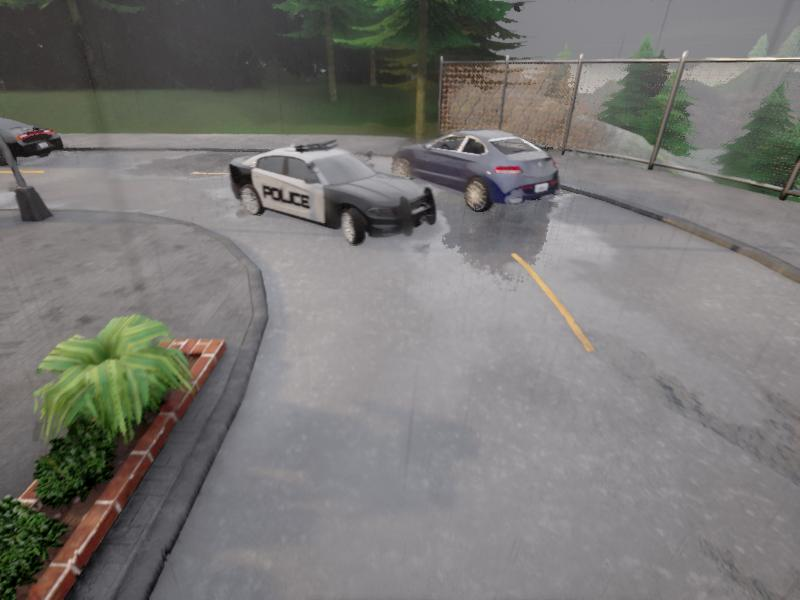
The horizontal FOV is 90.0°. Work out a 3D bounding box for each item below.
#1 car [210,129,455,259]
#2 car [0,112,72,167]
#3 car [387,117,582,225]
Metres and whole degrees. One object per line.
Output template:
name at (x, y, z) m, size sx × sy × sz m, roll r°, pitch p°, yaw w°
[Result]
car at (-1.635, -2.610, 8.848) m, size 5.238 × 1.638 × 1.930 m, roll 20°, pitch 35°, yaw 30°
car at (-15.439, -5.873, 14.545) m, size 4.974 × 1.542 × 2.038 m, roll 1°, pitch 30°, yaw 1°
car at (1.857, -3.734, 10.788) m, size 2.152 × 1.651 × 5.027 m, roll -17°, pitch 34°, yaw -28°
